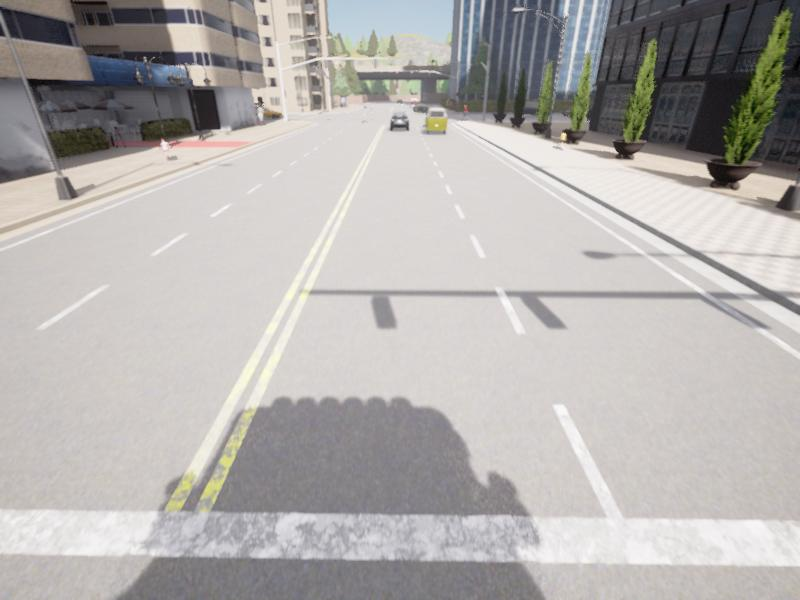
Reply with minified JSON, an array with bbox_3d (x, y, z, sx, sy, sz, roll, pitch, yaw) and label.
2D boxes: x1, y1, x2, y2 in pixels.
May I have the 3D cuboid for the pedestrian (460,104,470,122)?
[{"bbox_3d":[7.518,-21.587,46.106,0.751,1.860,0.751,-6,28,-12],"label":"pedestrian"}]

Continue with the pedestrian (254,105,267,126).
[{"bbox_3d":[-13.841,-18.341,39.778,0.751,1.860,0.751,0,27,0],"label":"pedestrian"}]

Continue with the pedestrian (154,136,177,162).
[{"bbox_3d":[-11.045,-7.121,18.868,0.500,1.100,0.500,0,27,1],"label":"pedestrian"}]

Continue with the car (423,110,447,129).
[{"bbox_3d":[3.473,-18.155,40.197,2.007,1.525,4.514,0,27,0],"label":"car"}]

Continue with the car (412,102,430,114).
[{"bbox_3d":[3.638,-33.796,70.384,1.930,1.638,5.238,-4,28,-8],"label":"car"}]

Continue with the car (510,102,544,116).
[{"bbox_3d":[19.919,-30.044,62.884,4.605,1.855,1.932,0,27,-1],"label":"car"}]

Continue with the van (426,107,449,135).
[{"bbox_3d":[3.155,-15.517,34.583,1.775,1.987,4.442,2,27,3],"label":"van"}]

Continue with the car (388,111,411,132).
[{"bbox_3d":[-0.026,-16.792,37.549,2.007,1.525,4.514,0,27,0],"label":"car"}]

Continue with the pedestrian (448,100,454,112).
[{"bbox_3d":[9.122,-34.741,71.601,0.751,1.860,0.751,-1,27,-1],"label":"pedestrian"}]

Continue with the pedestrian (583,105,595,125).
[{"bbox_3d":[19.816,-19.464,42.004,0.751,1.860,0.751,9,29,17],"label":"pedestrian"}]

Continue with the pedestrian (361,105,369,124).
[{"bbox_3d":[-3.984,-21.139,45.550,0.751,1.860,0.751,-5,28,-10],"label":"pedestrian"}]

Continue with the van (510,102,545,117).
[{"bbox_3d":[18.936,-28.483,59.738,4.442,1.987,1.775,0,27,-1],"label":"van"}]

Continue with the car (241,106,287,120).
[{"bbox_3d":[-18.059,-24.924,53.216,5.366,1.575,1.801,1,27,0],"label":"car"}]

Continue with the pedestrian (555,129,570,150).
[{"bbox_3d":[9.362,-9.257,23.041,0.500,1.100,0.500,0,27,-1],"label":"pedestrian"}]

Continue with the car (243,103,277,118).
[{"bbox_3d":[-19.652,-26.675,56.267,3.866,1.878,1.905,0,27,-1],"label":"car"}]

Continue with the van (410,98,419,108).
[{"bbox_3d":[3.432,-48.087,97.651,2.069,2.038,4.480,0,27,0],"label":"van"}]
